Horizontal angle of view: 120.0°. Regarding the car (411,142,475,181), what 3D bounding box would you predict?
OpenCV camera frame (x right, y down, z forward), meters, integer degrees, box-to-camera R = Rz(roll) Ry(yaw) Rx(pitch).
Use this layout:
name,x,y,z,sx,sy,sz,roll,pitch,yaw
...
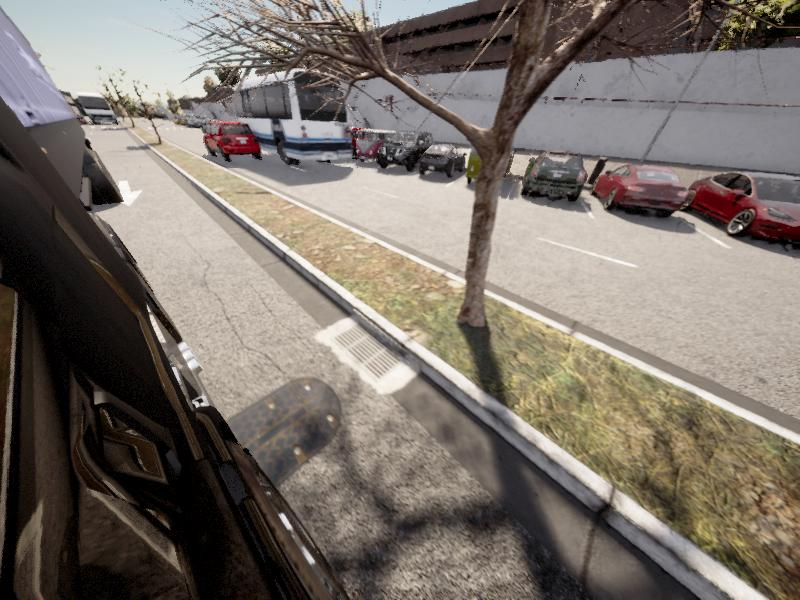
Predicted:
name,x,y,z,sx,sy,sz,roll,pitch,yaw
car,2.692,-8.397,13.758,2.231,1.521,4.892,17,38,19

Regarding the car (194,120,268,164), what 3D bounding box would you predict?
name,x,y,z,sx,sy,sz,roll,pitch,yaw
car,-11.386,-10.689,15.482,5.566,2.045,2.150,32,46,33

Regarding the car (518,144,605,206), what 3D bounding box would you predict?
name,x,y,z,sx,sy,sz,roll,pitch,yaw
car,6.885,-5.820,10.368,2.185,1.767,4.553,17,39,19

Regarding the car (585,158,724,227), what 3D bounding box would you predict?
name,x,y,z,sx,sy,sz,roll,pitch,yaw
car,8.987,-4.368,8.839,2.002,1.452,4.674,17,39,19

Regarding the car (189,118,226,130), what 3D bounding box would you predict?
name,x,y,z,sx,sy,sz,roll,pitch,yaw
car,-37.164,-34.117,44.795,2.231,1.521,4.892,18,39,18

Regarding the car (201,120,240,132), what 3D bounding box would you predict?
name,x,y,z,sx,sy,sz,roll,pitch,yaw
car,-30.889,-29.999,39.936,2.002,1.452,4.674,18,39,18

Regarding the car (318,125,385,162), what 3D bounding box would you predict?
name,x,y,z,sx,sy,sz,roll,pitch,yaw
car,-3.581,-12.619,18.579,2.435,2.045,5.566,17,39,19

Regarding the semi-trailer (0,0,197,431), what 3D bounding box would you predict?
name,x,y,z,sx,sy,sz,roll,pitch,yaw
semi-trailer,-8.464,-3.756,4.443,14.254,4.402,2.717,31,45,32

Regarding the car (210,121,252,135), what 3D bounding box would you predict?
name,x,y,z,sx,sy,sz,roll,pitch,yaw
car,-26.682,-27.292,36.710,2.163,1.488,4.792,18,39,18

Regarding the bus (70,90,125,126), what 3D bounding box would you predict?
name,x,y,z,sx,sy,sz,roll,pitch,yaw
bus,-52.621,-33.388,40.436,3.944,4.253,10.273,-30,48,-35

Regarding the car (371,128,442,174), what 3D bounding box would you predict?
name,x,y,z,sx,sy,sz,roll,pitch,yaw
car,0.602,-9.919,15.237,2.435,2.045,5.566,18,39,18

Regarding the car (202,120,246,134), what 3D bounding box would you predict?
name,x,y,z,sx,sy,sz,roll,pitch,yaw
car,-28.864,-28.573,38.152,1.946,1.575,5.366,18,39,18

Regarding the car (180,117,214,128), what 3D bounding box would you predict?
name,x,y,z,sx,sy,sz,roll,pitch,yaw
car,-43.470,-38.180,49.678,2.231,1.521,4.892,18,39,18

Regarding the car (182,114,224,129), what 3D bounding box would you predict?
name,x,y,z,sx,sy,sz,roll,pitch,yaw
car,-39.249,-35.693,46.293,2.435,2.045,5.566,18,39,18

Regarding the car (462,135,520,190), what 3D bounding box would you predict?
name,x,y,z,sx,sy,sz,roll,pitch,yaw
car,4.852,-7.310,12.067,1.878,1.987,4.442,17,39,19

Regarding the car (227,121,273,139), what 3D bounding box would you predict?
name,x,y,z,sx,sy,sz,roll,pitch,yaw
car,-20.406,-23.284,31.705,2.185,1.767,4.553,18,39,18

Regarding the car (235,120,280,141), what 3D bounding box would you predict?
name,x,y,z,sx,sy,sz,roll,pitch,yaw
car,-18.328,-21.950,29.949,1.878,1.987,4.442,18,39,18

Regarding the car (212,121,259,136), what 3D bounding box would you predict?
name,x,y,z,sx,sy,sz,roll,pitch,yaw
car,-24.670,-25.836,34.909,1.946,1.575,5.366,18,39,18

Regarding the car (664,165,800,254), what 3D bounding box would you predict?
name,x,y,z,sx,sy,sz,roll,pitch,yaw
car,11.097,-3.019,7.153,2.163,1.488,4.792,18,39,18

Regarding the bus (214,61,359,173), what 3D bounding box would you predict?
name,x,y,z,sx,sy,sz,roll,pitch,yaw
bus,-7.560,-11.621,15.132,3.944,4.253,10.273,-29,47,-35

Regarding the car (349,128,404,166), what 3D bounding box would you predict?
name,x,y,z,sx,sy,sz,roll,pitch,yaw
car,-1.536,-11.185,16.835,1.878,1.987,4.442,18,39,18

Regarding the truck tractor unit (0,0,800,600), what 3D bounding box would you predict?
name,x,y,z,sx,sy,sz,roll,pitch,yaw
truck tractor unit,-2.645,-0.295,0.351,6.516,4.208,3.053,28,44,30
